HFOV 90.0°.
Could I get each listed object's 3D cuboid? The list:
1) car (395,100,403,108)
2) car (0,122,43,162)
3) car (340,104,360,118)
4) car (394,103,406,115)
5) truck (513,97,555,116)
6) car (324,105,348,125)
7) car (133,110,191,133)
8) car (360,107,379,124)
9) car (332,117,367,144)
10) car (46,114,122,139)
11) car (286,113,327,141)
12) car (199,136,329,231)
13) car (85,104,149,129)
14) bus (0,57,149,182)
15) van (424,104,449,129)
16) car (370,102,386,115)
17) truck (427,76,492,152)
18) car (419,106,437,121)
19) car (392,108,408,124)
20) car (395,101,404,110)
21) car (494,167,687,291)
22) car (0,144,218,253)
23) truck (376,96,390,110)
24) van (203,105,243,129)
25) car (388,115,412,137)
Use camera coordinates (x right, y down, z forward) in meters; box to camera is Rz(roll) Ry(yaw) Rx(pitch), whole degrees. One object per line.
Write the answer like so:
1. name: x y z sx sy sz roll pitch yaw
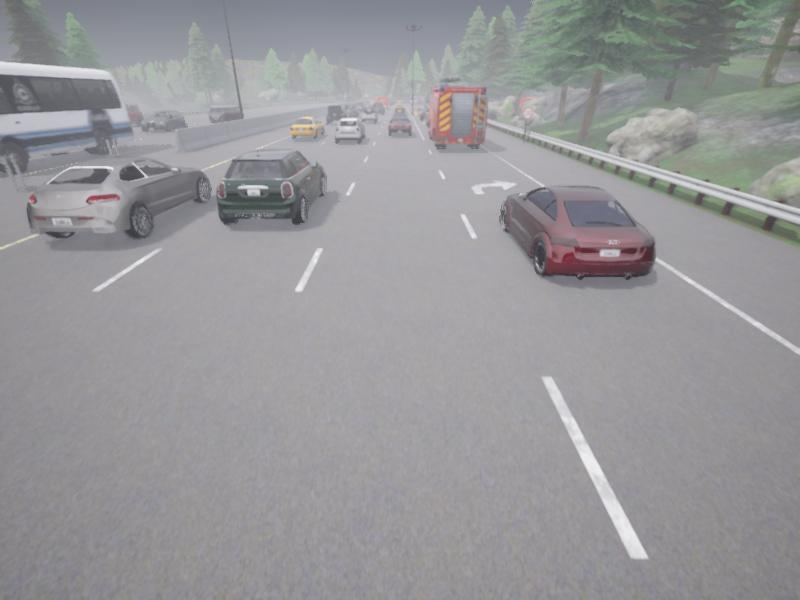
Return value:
1. car: -0.135 -46.844 95.562 1.801 1.575 5.366 1 27 1
2. car: -20.996 -7.689 19.704 2.152 1.651 5.027 0 28 0
3. car: -7.020 -26.882 56.794 2.242 1.667 4.611 0 27 0
4. car: -0.046 -31.343 65.568 1.882 1.535 5.008 0 27 0
5. truck: 20.488 -29.685 61.331 5.204 2.467 2.627 -1 27 -1
6. car: -6.997 -20.453 44.111 1.905 1.878 3.866 0 27 0
7. car: -20.997 -15.939 35.621 2.242 1.667 4.611 0 27 0
8. car: -3.498 -21.462 46.371 1.851 1.617 3.988 0 27 0
9. car: -3.495 -12.067 28.330 1.970 1.475 3.806 0 27 0
10. car: -24.496 -13.627 31.290 1.882 1.535 5.008 0 27 0
11. car: -6.997 -13.252 30.512 1.801 1.575 5.366 0 27 0
12. car: -3.497 -3.528 11.460 2.097 1.767 4.553 0 27 0
13. car: -27.998 -18.369 39.920 2.150 2.045 5.566 0 27 0
14. bus: -17.376 -8.794 18.981 3.944 4.253 10.273 0 27 0
15. van: 3.503 -18.075 39.340 2.069 2.038 4.480 0 27 0
16. car: -3.548 -31.362 65.464 2.242 1.667 4.611 0 28 0
17. truck: 3.508 -12.253 26.130 2.891 3.827 8.468 0 27 0
18. car: 3.495 -23.704 50.786 2.038 1.542 4.974 0 27 0
19. car: 0.002 -21.233 46.011 1.845 1.501 3.633 0 27 0
20. car: -0.101 -40.210 82.723 1.801 1.575 5.366 0 27 0
21. car: 3.502 -1.731 8.443 1.994 1.385 4.181 0 27 0
22. car: -6.998 -2.900 10.434 2.152 1.651 5.027 0 27 0
23. truck: -3.610 -42.035 85.242 2.627 2.467 5.204 0 27 0
24. van: -17.497 -18.284 39.815 1.775 1.987 4.442 0 27 0
25. car: 0.002 -14.541 33.314 1.895 1.301 4.718 0 27 0
